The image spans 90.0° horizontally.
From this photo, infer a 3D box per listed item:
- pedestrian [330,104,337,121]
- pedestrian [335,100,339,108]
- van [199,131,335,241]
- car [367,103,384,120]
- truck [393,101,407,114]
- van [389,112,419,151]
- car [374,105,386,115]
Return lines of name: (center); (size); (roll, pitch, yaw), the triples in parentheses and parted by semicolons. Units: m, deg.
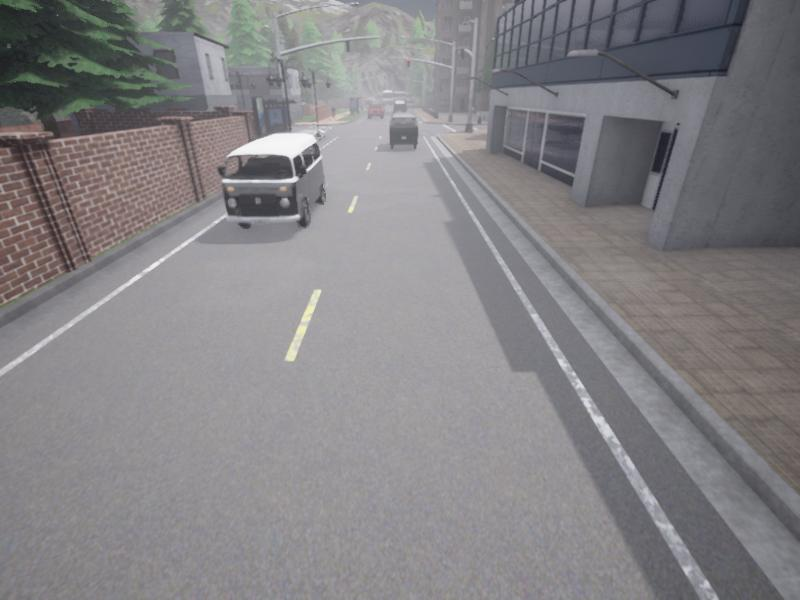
pedestrian: (-8.398, -23.723, 50.565); (0.751, 1.860, 0.751); (-1, 27, -2)
pedestrian: (-16.195, -50.251, 102.356); (0.751, 1.860, 0.751); (1, 27, 2)
van: (-3.209, -3.314, 10.897); (2.069, 2.038, 4.480); (0, 27, 0)
car: (-3.433, -26.977, 57.053); (2.150, 2.045, 5.566); (0, 27, 0)
truck: (-0.010, -34.840, 72.304); (2.390, 2.098, 6.274); (0, 27, 0)
van: (0.218, -11.032, 25.988); (1.775, 1.987, 4.442); (0, 27, 0)
car: (-3.504, -34.053, 71.600); (1.994, 1.385, 4.181); (0, 27, 0)
